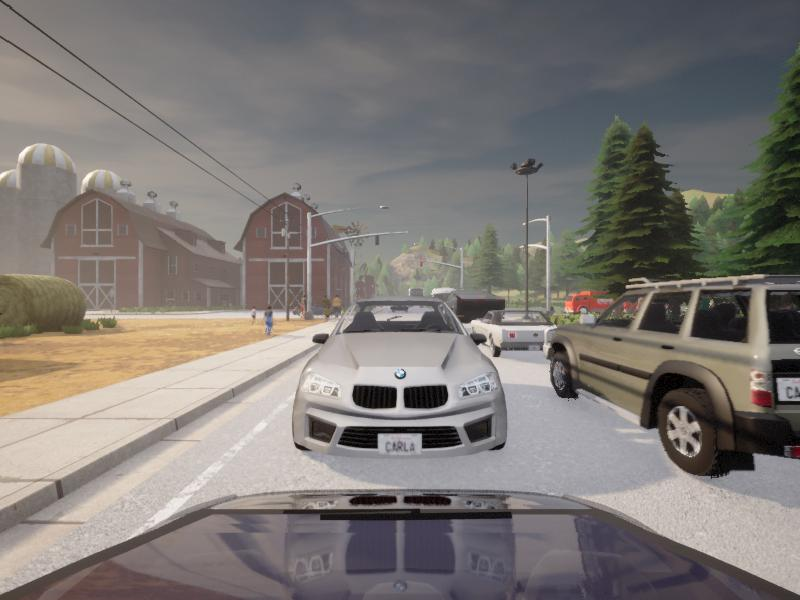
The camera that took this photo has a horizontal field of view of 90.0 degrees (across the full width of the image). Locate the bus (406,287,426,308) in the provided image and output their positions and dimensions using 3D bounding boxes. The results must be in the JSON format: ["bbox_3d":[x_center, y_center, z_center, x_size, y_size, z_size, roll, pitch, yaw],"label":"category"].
[{"bbox_3d":[3.322,-0.467,87.181,3.944,4.253,10.273,0,0,0],"label":"bus"}]

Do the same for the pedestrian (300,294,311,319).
[{"bbox_3d":[-7.283,0.486,30.732,0.751,1.860,0.751,0,0,-20],"label":"pedestrian"}]

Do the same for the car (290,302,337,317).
[{"bbox_3d":[-8.481,0.911,39.562,4.181,1.385,1.994,0,0,0],"label":"car"}]

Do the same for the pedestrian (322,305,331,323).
[{"bbox_3d":[-4.560,0.884,24.868,0.500,1.100,0.500,0,0,2],"label":"pedestrian"}]

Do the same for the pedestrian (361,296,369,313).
[{"bbox_3d":[-4.126,0.521,46.887,0.751,1.860,0.751,0,0,16],"label":"pedestrian"}]

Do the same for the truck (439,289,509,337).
[{"bbox_3d":[3.484,0.558,20.312,2.390,2.098,6.274,0,0,0],"label":"truck"}]

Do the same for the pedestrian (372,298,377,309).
[{"bbox_3d":[-4.188,0.536,66.161,0.751,1.860,0.751,0,0,-5],"label":"pedestrian"}]

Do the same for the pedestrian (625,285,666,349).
[{"bbox_3d":[7.411,0.495,12.090,0.751,1.860,0.751,0,0,-14],"label":"pedestrian"}]

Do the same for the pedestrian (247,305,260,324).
[{"bbox_3d":[-8.571,0.858,23.367,0.500,1.100,0.500,0,0,31],"label":"pedestrian"}]

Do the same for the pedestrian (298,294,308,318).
[{"bbox_3d":[-7.616,0.483,31.296,0.751,1.860,0.751,0,0,-12],"label":"pedestrian"}]

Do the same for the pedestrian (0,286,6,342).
[{"bbox_3d":[-13.658,0.468,13.196,0.751,1.860,0.751,0,0,28],"label":"pedestrian"}]

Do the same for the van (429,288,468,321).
[{"bbox_3d":[4.302,0.340,34.496,1.988,2.561,5.915,-2,-1,19],"label":"van"}]

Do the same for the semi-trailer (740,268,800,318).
[{"bbox_3d":[39.551,-0.617,36.831,14.254,4.402,2.717,0,0,0],"label":"semi-trailer"}]

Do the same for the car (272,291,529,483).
[{"bbox_3d":[-0.008,0.761,5.796,2.242,1.667,4.611,0,0,0],"label":"car"}]

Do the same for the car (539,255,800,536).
[{"bbox_3d":[3.489,0.654,4.952,1.932,1.855,4.605,0,-1,0],"label":"car"}]

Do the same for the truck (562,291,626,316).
[{"bbox_3d":[19.369,0.361,40.112,5.204,2.467,2.627,0,0,-1],"label":"truck"}]

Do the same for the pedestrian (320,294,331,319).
[{"bbox_3d":[-5.701,0.491,30.646,0.751,1.860,0.751,0,0,-6],"label":"pedestrian"}]

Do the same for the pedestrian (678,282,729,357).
[{"bbox_3d":[7.787,0.493,10.287,0.751,1.860,0.751,0,0,0],"label":"pedestrian"}]

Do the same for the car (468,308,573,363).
[{"bbox_3d":[3.490,0.954,12.594,1.895,1.301,4.718,0,0,0],"label":"car"}]

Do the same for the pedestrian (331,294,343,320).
[{"bbox_3d":[-4.655,0.507,29.631,0.751,1.860,0.751,0,0,3],"label":"pedestrian"}]

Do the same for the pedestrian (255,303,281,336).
[{"bbox_3d":[-5.287,0.768,16.024,0.751,1.300,0.751,0,0,7],"label":"pedestrian"}]
